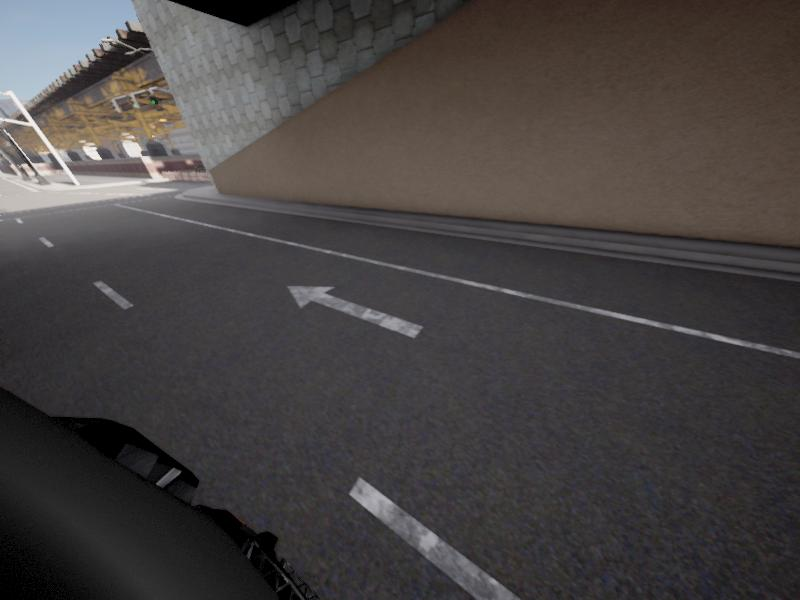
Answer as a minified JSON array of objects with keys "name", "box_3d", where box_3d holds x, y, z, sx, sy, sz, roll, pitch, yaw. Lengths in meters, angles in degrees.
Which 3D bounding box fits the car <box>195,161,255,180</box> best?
[{"name":"car","box_3d":[-20.019,-15.043,26.725,4.974,1.542,2.038,-4,34,-2]}]

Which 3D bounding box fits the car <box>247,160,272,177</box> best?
[{"name":"car","box_3d":[-15.089,-14.163,24.743,1.853,1.218,4.536,-19,37,-23]}]

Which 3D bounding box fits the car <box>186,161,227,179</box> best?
[{"name":"car","box_3d":[-23.924,-16.255,28.848,2.038,1.542,4.974,-10,34,-11]}]

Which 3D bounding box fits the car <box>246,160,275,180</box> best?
[{"name":"car","box_3d":[-15.057,-14.008,24.791,2.038,1.542,4.974,-19,37,-23]}]

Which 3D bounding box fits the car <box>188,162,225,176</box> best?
[{"name":"car","box_3d":[-23.944,-16.414,28.804,1.853,1.218,4.536,-10,34,-11]}]

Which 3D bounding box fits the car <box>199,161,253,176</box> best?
[{"name":"car","box_3d":[-19.973,-15.178,26.640,4.536,1.218,1.853,-4,34,-2]}]
